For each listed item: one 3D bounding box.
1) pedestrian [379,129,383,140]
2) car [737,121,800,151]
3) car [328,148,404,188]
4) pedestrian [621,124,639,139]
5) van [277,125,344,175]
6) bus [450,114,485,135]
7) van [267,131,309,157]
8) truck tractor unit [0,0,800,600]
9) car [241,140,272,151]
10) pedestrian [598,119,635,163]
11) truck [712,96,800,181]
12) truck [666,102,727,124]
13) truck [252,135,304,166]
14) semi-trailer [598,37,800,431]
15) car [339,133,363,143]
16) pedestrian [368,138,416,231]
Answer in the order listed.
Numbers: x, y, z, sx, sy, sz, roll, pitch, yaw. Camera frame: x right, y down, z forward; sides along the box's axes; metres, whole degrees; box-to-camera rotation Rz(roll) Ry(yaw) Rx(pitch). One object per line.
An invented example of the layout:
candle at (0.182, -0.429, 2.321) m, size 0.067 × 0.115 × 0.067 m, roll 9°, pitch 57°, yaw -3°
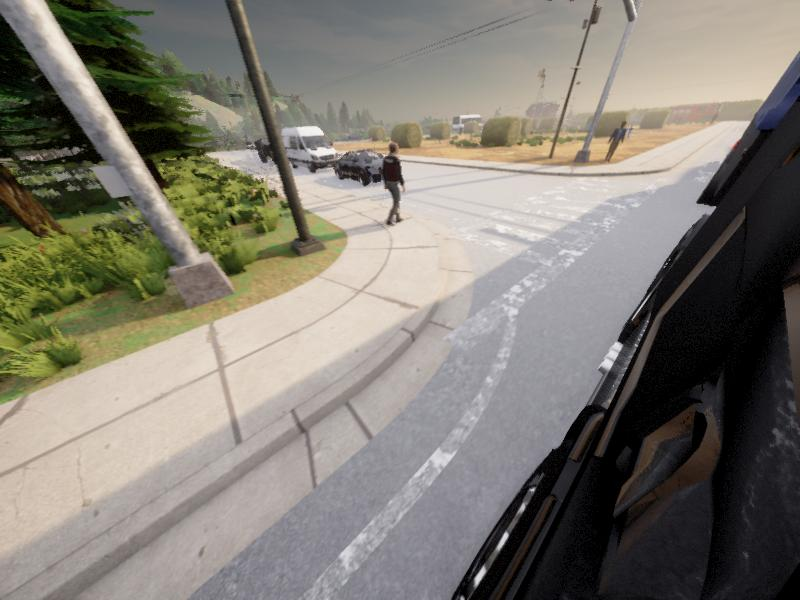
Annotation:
pedestrian at (-4.117, -35.832, 50.121) m, size 0.751 × 1.860 × 0.751 m, roll -11°, pitch 37°, yaw -11°
car at (25.012, -11.142, 15.667) m, size 4.181 × 1.385 × 1.994 m, roll -29°, pitch 44°, yaw -30°
car at (-1.894, -7.187, 12.343) m, size 1.994 × 1.385 × 4.181 m, roll -27°, pitch 43°, yaw -29°
pedestrian at (24.377, -17.870, 24.491) m, size 0.751 × 1.300 × 0.751 m, roll -23°, pitch 41°, yaw -25°
van at (-6.624, -10.972, 16.776) m, size 1.988 × 2.561 × 5.915 m, roll -27°, pitch 43°, yaw -29°
bus at (19.946, -52.056, 68.444) m, size 10.273 × 4.253 × 3.944 m, roll -26°, pitch 42°, yaw -26°
van at (-14.124, -19.556, 28.908) m, size 2.351 × 2.431 × 6.366 m, roll -27°, pitch 43°, yaw -29°
truck tractor unit at (2.645, -0.295, 0.351) m, size 6.516 × 4.208 × 3.053 m, roll -28°, pitch 44°, yaw -30°
car at (-27.737, -29.966, 44.735) m, size 1.895 × 1.301 × 4.718 m, roll 21°, pitch 43°, yaw 29°
pedestrian at (11.404, -8.380, 12.243) m, size 0.751 × 1.860 × 0.751 m, roll 18°, pitch 42°, yaw 26°
truck at (16.146, -6.829, 9.603) m, size 5.204 × 2.467 × 2.627 m, roll -28°, pitch 43°, yaw -30°
truck at (74.157, -46.941, 58.106) m, size 2.891 × 3.827 × 8.468 m, roll -28°, pitch 43°, yaw -29°
truck at (-11.894, -14.543, 22.305) m, size 2.390 × 2.098 × 6.274 m, roll -27°, pitch 43°, yaw -29°
semi-trailer at (8.686, -3.622, 4.227) m, size 14.254 × 4.402 × 2.717 m, roll -28°, pitch 43°, yaw -30°
car at (-11.627, -38.579, 54.830) m, size 4.856 × 1.649 × 2.033 m, roll -25°, pitch 42°, yaw -27°
pedestrian at (-0.139, -2.770, 5.591) m, size 0.751 × 1.860 × 0.751 m, roll -28°, pitch 43°, yaw -30°
